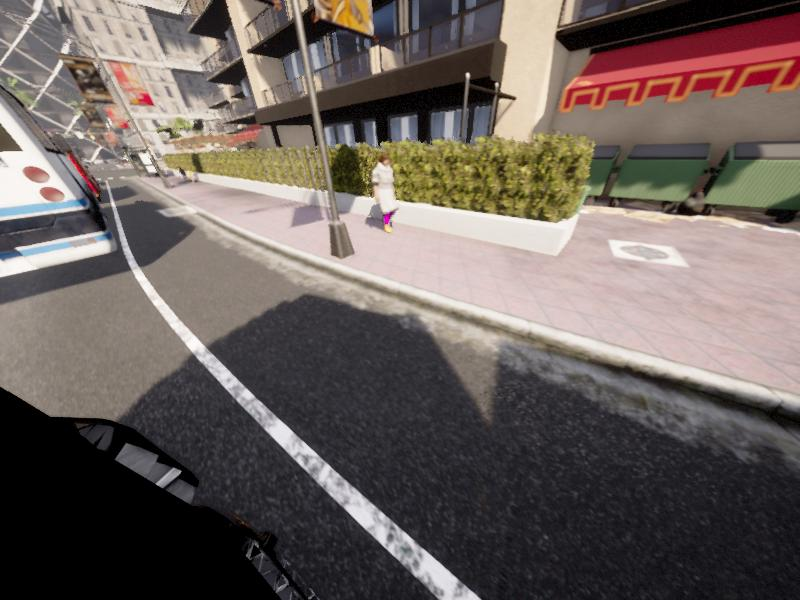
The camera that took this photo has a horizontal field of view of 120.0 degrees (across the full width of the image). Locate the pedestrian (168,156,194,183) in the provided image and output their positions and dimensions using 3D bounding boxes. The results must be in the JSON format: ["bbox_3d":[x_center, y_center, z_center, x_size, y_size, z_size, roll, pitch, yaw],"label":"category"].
[{"bbox_3d":[-18.210,-10.873,19.206,0.751,1.860,0.751,25,42,34],"label":"pedestrian"}]

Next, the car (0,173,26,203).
[{"bbox_3d":[-26.908,-7.182,14.957,3.806,1.475,1.970,25,43,35],"label":"car"}]

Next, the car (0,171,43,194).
[{"bbox_3d":[-33.844,-10.423,20.322,4.181,1.385,1.994,24,42,34],"label":"car"}]

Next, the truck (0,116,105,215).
[{"bbox_3d":[-20.775,-7.864,13.464,8.468,3.827,2.891,25,43,35],"label":"truck"}]

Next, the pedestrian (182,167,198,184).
[{"bbox_3d":[-16.550,-9.819,18.212,0.500,1.100,0.500,25,43,35],"label":"pedestrian"}]

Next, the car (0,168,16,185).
[{"bbox_3d":[-47.163,-14.149,26.595,4.514,1.525,2.007,25,43,35],"label":"car"}]

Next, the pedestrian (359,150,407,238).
[{"bbox_3d":[-0.384,-2.654,5.823,0.751,1.860,0.751,26,43,35],"label":"pedestrian"}]

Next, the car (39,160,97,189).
[{"bbox_3d":[-30.638,-11.808,21.561,5.566,2.045,2.150,25,43,35],"label":"car"}]

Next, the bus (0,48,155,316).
[{"bbox_3d":[-10.712,-3.237,5.544,10.273,4.253,3.944,24,42,33],"label":"bus"}]
